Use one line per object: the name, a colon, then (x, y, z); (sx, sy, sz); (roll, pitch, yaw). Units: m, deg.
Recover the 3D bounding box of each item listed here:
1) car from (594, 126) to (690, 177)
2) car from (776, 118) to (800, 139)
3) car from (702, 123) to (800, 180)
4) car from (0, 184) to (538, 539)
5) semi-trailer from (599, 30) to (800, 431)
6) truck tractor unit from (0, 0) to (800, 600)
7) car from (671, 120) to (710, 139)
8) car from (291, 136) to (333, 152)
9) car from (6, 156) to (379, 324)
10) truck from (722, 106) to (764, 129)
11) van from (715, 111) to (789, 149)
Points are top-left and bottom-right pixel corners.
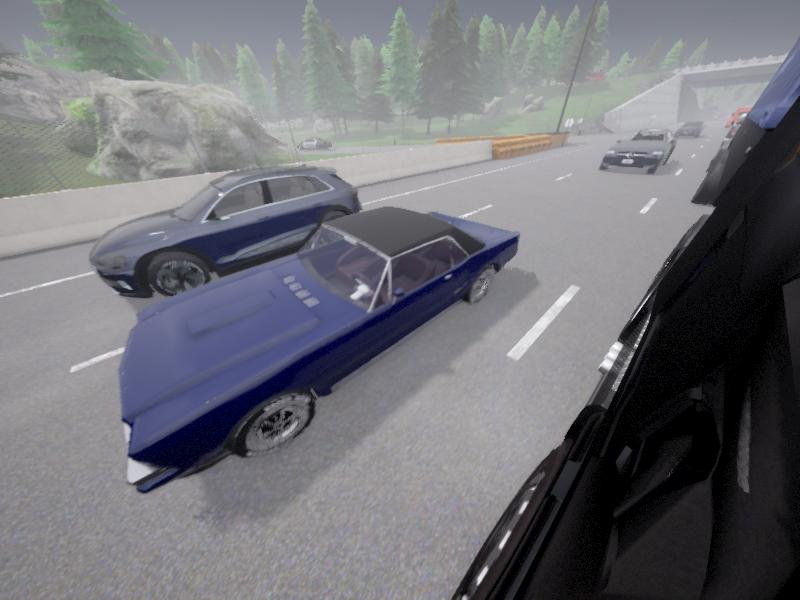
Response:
car: (12.193, -7.585, 11.613); (5.027, 1.651, 2.152); (-30, 44, -31)
car: (35.655, -15.162, 20.385); (4.181, 1.385, 1.994); (-30, 44, -31)
car: (15.570, -6.675, 10.174); (4.856, 1.649, 2.033); (-30, 44, -31)
car: (-0.432, -0.287, 2.987); (4.718, 1.301, 1.895); (-30, 44, -31)
semi-trailer: (8.634, -3.655, 4.280); (14.254, 4.402, 2.717); (-29, 44, -30)
truck tractor unit: (2.645, -0.295, 0.351); (6.516, 4.208, 3.053); (-28, 44, -30)
car: (31.069, -18.243, 24.685); (4.892, 1.490, 1.837); (-30, 44, -31)
car: (-12.155, -21.566, 31.907); (4.974, 1.542, 2.038); (11, 39, 19)
car: (-3.049, -1.753, 4.836); (4.856, 1.649, 2.033); (-30, 44, -31)
truck: (52.409, -27.930, 35.397); (5.204, 2.467, 2.627); (-29, 44, -31)
van: (25.686, -12.597, 17.061); (4.480, 2.038, 2.069); (-29, 44, -31)
